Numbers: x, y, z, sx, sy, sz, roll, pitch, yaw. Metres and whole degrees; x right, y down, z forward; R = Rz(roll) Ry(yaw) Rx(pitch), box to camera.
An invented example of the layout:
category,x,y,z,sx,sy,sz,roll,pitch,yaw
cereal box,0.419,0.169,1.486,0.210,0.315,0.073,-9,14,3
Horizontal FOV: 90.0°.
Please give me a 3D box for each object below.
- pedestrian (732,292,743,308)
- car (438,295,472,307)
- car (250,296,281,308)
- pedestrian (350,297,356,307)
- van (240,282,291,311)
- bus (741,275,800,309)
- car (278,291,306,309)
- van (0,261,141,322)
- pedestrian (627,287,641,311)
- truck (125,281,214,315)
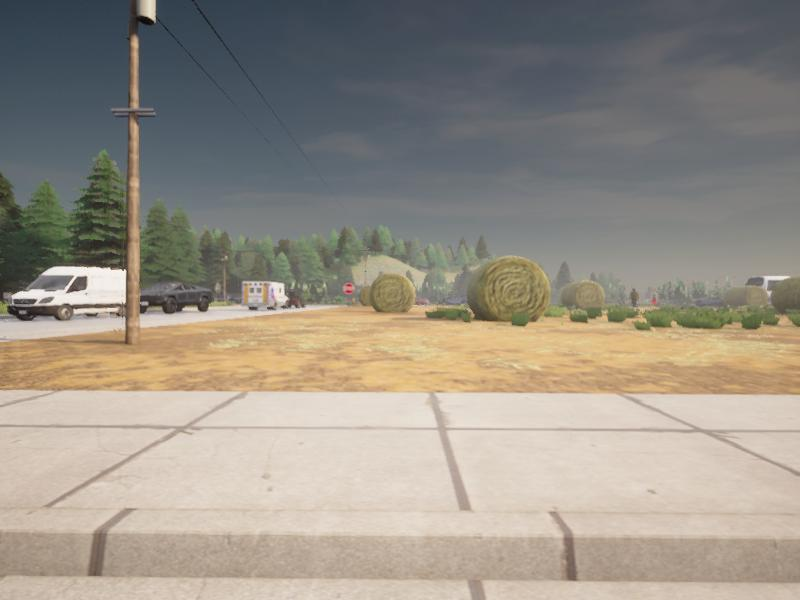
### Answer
category,x,y,z,sx,sy,sz,roll,pitch,yaw
pedestrian,40.329,-0.011,47.807,0.751,1.860,0.751,0,0,9
car,8.080,0.124,59.024,4.856,1.649,2.033,0,0,4
car,-15.242,0.240,45.588,1.895,1.301,4.718,0,0,0
pedestrian,-4.858,0.209,41.297,0.500,1.100,0.500,0,0,-3
van,-11.871,-0.298,35.944,2.351,2.431,6.366,0,0,1
bus,51.652,-0.988,52.418,10.273,4.253,3.944,0,0,4
car,-11.684,-0.038,43.528,1.905,1.878,3.866,0,0,1
van,-15.783,-0.348,19.764,1.988,2.561,5.915,0,0,1
pedestrian,18.860,-0.082,32.221,0.751,1.860,0.751,0,0,-43
truck,-15.566,-0.138,27.640,2.390,2.098,6.274,0,0,2
